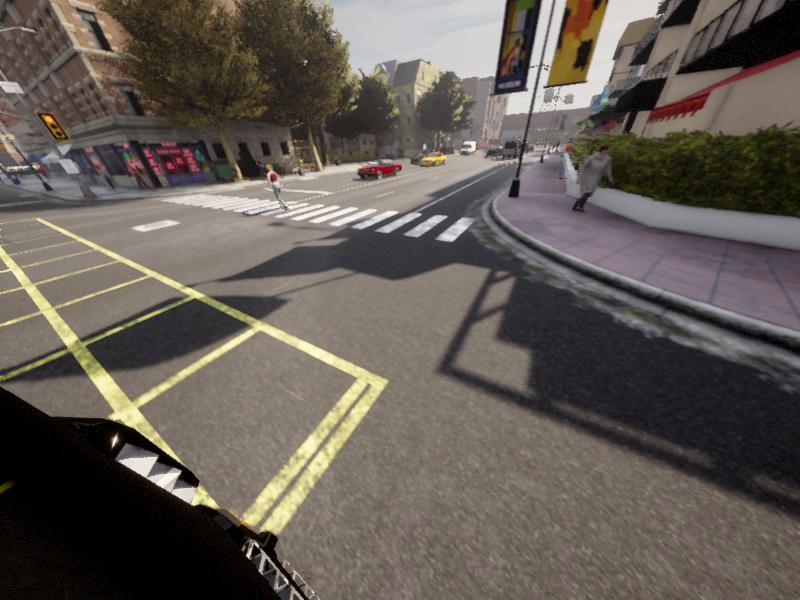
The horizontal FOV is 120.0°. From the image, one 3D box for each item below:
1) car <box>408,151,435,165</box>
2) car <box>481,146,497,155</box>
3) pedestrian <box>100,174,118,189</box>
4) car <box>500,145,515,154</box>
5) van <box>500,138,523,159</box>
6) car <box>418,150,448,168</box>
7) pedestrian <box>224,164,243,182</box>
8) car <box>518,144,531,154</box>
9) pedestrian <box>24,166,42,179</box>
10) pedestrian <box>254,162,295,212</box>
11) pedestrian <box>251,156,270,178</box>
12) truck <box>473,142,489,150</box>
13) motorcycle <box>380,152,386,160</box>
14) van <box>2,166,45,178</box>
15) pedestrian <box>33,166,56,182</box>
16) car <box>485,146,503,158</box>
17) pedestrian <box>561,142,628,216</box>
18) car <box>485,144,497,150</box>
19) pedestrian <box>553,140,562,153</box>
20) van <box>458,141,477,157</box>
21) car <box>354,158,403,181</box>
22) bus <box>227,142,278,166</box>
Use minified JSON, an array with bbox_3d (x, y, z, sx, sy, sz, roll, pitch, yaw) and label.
[{"bbox_3d":[3.149,-20.434,33.198,1.837,1.490,4.892,16,38,26],"label":"car"},{"bbox_3d":[19.834,-33.367,51.433,2.128,1.511,4.902,16,38,26],"label":"car"},{"bbox_3d":[-25.069,-10.186,19.896,0.500,1.100,0.500,21,40,31],"label":"pedestrian"},{"bbox_3d":[23.761,-33.420,51.198,2.038,1.542,4.974,16,37,26],"label":"car"},{"bbox_3d":[17.451,-23.571,35.908,1.988,2.561,5.915,16,38,26],"label":"van"},{"bbox_3d":[4.189,-17.608,28.780,1.801,1.575,5.366,16,38,26],"label":"car"},{"bbox_3d":[-15.220,-11.620,21.138,0.751,1.300,0.751,11,36,20],"label":"pedestrian"},{"bbox_3d":[26.545,-32.286,49.336,1.816,1.474,4.193,16,38,26],"label":"car"},{"bbox_3d":[-65.741,-22.842,41.357,0.751,1.860,0.751,10,36,19],"label":"pedestrian"},{"bbox_3d":[-5.389,-4.894,10.021,0.751,1.860,0.751,16,38,26],"label":"pedestrian"},{"bbox_3d":[-13.974,-13.337,23.127,0.751,1.860,0.751,12,36,21],"label":"pedestrian"},{"bbox_3d":[30.968,-59.007,88.410,5.204,2.467,2.627,16,38,26],"label":"truck"},{"bbox_3d":[-3.393,-29.459,47.260,0.764,1.277,2.356,-11,33,7],"label":"motorcycle"},{"bbox_3d":[-84.076,-28.641,51.641,2.069,2.038,4.480,18,39,28],"label":"van"},{"bbox_3d":[-47.894,-16.955,31.136,0.751,1.860,0.751,8,35,16],"label":"pedestrian"},{"bbox_3d":[16.634,-26.209,40.898,1.837,1.490,4.892,16,38,26],"label":"car"},{"bbox_3d":[5.720,-3.595,6.950,0.751,1.860,0.751,3,34,8],"label":"pedestrian"},{"bbox_3d":[35.316,-59.556,89.890,3.806,1.475,1.970,16,38,26],"label":"car"},{"bbox_3d":[27.743,-27.078,40.721,0.751,1.860,0.751,18,39,28],"label":"pedestrian"},{"bbox_3d":[14.527,-32.383,49.420,1.988,2.561,5.915,16,38,26],"label":"van"},{"bbox_3d":[-1.737,-11.503,20.272,1.895,1.301,4.718,16,38,26],"label":"car"},{"bbox_3d":[-33.232,-32.846,52.158,10.273,4.253,3.944,16,38,26],"label":"bus"}]
